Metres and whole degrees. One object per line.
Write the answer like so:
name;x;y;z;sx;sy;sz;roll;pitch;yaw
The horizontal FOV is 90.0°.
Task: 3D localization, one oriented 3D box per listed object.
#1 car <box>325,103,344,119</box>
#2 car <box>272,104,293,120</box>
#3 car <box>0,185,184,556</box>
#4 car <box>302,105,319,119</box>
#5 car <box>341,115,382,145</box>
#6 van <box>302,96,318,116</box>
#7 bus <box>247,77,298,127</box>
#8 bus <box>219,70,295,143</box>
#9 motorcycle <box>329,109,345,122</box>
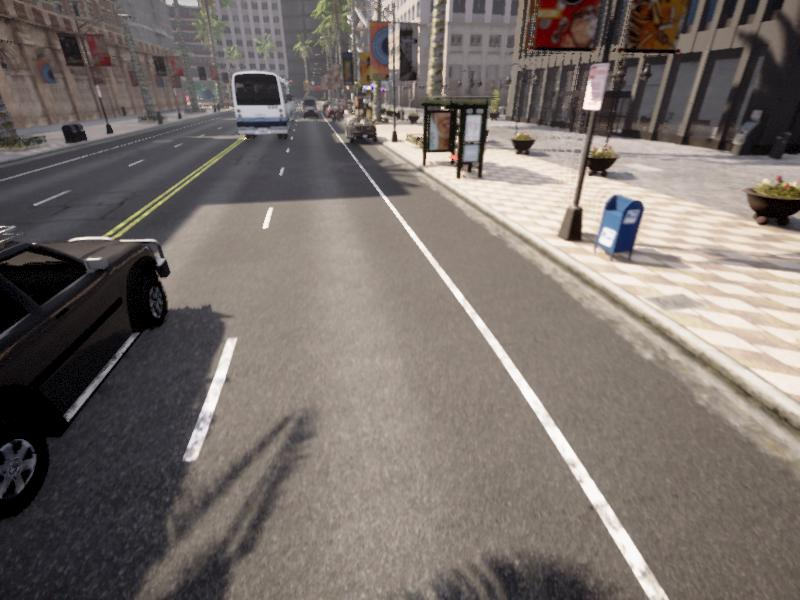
car;-8.805;-25.310;53.477;2.185;1.767;4.553;-5;28;-11
car;-15.161;-24.389;51.868;2.152;1.651;5.027;-5;28;-11
car;-4.131;0.296;3.940;1.932;1.855;4.605;-3;28;-7
car;-12.084;-25.469;54.068;2.038;1.542;4.974;-5;28;-10
car;-2.774;-11.973;28.008;2.231;1.521;4.892;-5;28;-11
van;-13.595;-29.336;60.380;1.988;2.561;5.915;-5;28;-10
bus;-13.226;-21.066;42.582;3.944;4.253;10.273;-5;27;-11
bus;-10.403;-14.882;30.660;3.944;4.253;10.273;-6;28;-11
motorcycle;-7.440;-21.733;47.188;0.764;1.277;2.356;9;29;16
